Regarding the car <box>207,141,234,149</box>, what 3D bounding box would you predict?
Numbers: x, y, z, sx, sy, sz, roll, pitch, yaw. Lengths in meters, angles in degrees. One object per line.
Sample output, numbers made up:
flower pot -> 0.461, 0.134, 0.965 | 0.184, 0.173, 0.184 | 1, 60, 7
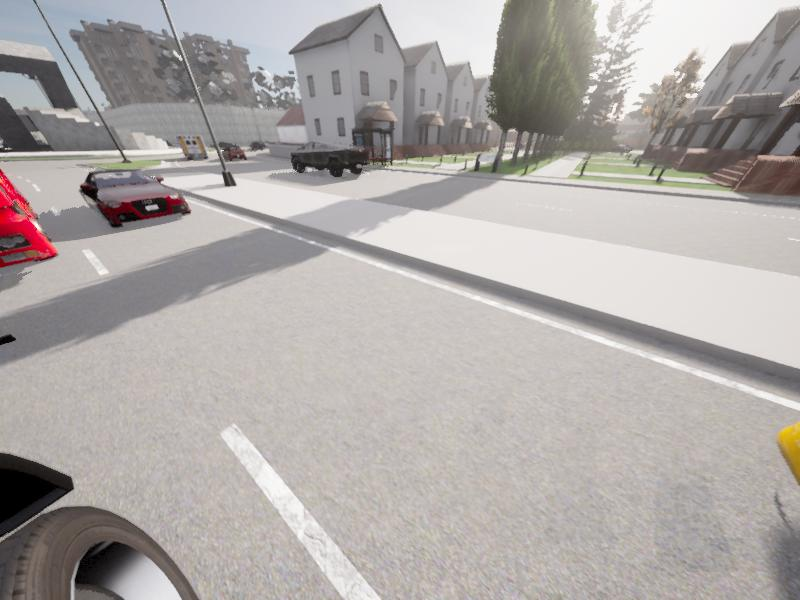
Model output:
car -> -42.174, -36.457, 54.369 | 4.674, 1.442, 1.812 | -19, 40, -25

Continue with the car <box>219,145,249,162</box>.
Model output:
car -> -19.546, -17.281, 27.165 | 1.816, 1.474, 4.193 | -26, 43, -32

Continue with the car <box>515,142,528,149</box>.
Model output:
car -> 34.865, -44.243, 66.120 | 2.033, 1.649, 4.856 | 21, 40, 27

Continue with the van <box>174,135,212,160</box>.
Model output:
van -> -25.841, -19.311, 29.171 | 2.351, 2.431, 6.366 | -19, 40, -26

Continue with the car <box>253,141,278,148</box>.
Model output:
car -> -34.771, -40.356, 59.950 | 2.038, 1.542, 4.974 | 24, 41, 30

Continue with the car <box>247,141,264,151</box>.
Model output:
car -> -30.535, -32.475, 48.626 | 1.930, 1.638, 5.238 | -22, 40, -29

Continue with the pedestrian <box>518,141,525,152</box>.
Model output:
pedestrian -> 25.500, -32.303, 48.485 | 0.751, 1.860, 0.751 | 10, 36, 14

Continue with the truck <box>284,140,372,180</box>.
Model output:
truck -> -5.311, -10.408, 16.943 | 6.274, 2.098, 2.390 | 22, 40, 28

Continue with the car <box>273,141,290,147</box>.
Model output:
car -> -33.704, -44.431, 65.781 | 1.845, 1.501, 3.633 | 23, 41, 29

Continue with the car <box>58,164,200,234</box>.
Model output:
car -> -9.132, -3.600, 7.808 | 4.181, 1.385, 1.994 | 22, 40, 28

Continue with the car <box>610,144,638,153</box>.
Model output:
car -> 49.186, -33.362, 50.763 | 4.974, 1.542, 2.038 | -14, 37, -19

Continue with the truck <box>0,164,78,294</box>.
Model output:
truck -> -10.778, -2.833, 4.551 | 8.468, 3.827, 2.891 | 22, 40, 28

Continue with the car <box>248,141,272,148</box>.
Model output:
car -> -37.384, -41.671, 61.796 | 2.038, 1.542, 4.974 | 24, 41, 30
